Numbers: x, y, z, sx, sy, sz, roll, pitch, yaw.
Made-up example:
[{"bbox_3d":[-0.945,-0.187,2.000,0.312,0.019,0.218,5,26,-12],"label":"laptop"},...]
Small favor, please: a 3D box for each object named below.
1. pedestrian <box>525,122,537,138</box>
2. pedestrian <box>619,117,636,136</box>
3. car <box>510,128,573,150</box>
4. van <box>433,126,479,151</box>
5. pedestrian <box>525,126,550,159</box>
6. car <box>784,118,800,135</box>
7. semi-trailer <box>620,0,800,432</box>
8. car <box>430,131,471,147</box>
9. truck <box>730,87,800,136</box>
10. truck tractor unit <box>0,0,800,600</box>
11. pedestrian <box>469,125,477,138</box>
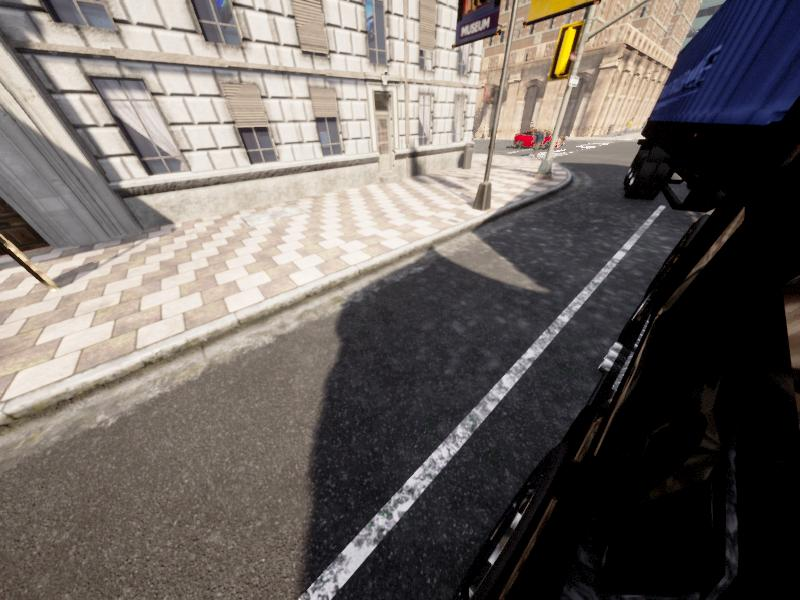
[{"bbox_3d":[18.852,-24.460,33.291,0.751,1.860,0.751,-23,41,-25],"label":"pedestrian"},{"bbox_3d":[29.214,-22.220,29.648,0.751,1.860,0.751,-28,44,-30],"label":"pedestrian"},{"bbox_3d":[13.298,-15.352,22.045,2.007,1.525,4.514,-29,44,-30],"label":"car"},{"bbox_3d":[5.826,-17.272,24.696,1.775,1.987,4.442,-29,44,-30],"label":"van"},{"bbox_3d":[9.522,-10.896,16.009,0.751,1.860,0.751,-27,43,-28],"label":"pedestrian"},{"bbox_3d":[43.622,-18.662,24.755,4.718,1.301,1.895,-29,44,-30],"label":"car"},{"bbox_3d":[7.690,-4.148,5.012,2.717,4.402,14.254,23,44,30],"label":"semi-trailer"},{"bbox_3d":[6.164,-20.062,28.813,1.837,1.490,4.892,-29,44,-30],"label":"car"},{"bbox_3d":[41.746,-21.445,26.479,8.468,3.827,2.891,-29,44,-30],"label":"truck"},{"bbox_3d":[2.645,-0.295,0.351,6.516,4.208,3.053,-28,44,-30],"label":"truck tractor unit"},{"bbox_3d":[12.629,-29.094,39.875,0.751,1.860,0.751,-21,41,-23],"label":"pedestrian"}]
